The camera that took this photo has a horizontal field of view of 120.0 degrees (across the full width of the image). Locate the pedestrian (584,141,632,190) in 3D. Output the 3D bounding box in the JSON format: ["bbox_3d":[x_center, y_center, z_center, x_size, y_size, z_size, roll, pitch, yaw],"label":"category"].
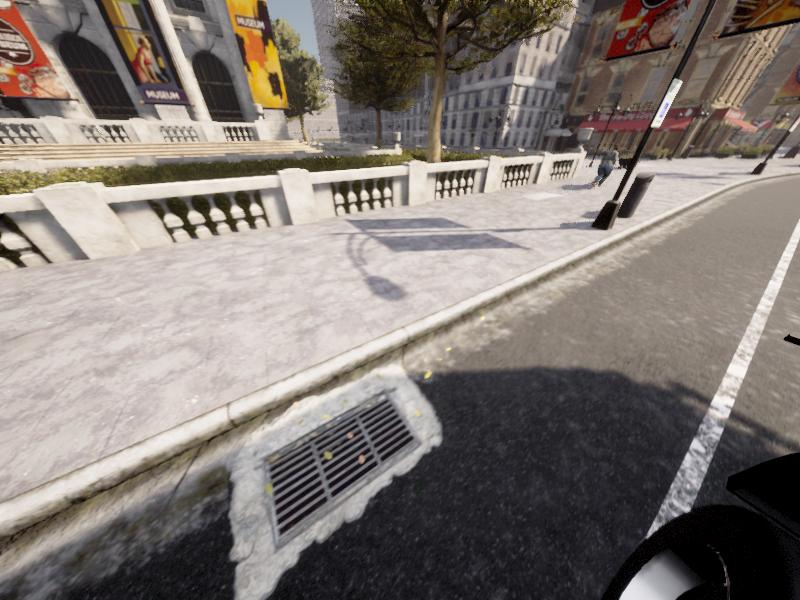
[{"bbox_3d":[9.595,-6.239,10.744,0.751,1.860,0.751,-14,38,-19],"label":"pedestrian"}]
